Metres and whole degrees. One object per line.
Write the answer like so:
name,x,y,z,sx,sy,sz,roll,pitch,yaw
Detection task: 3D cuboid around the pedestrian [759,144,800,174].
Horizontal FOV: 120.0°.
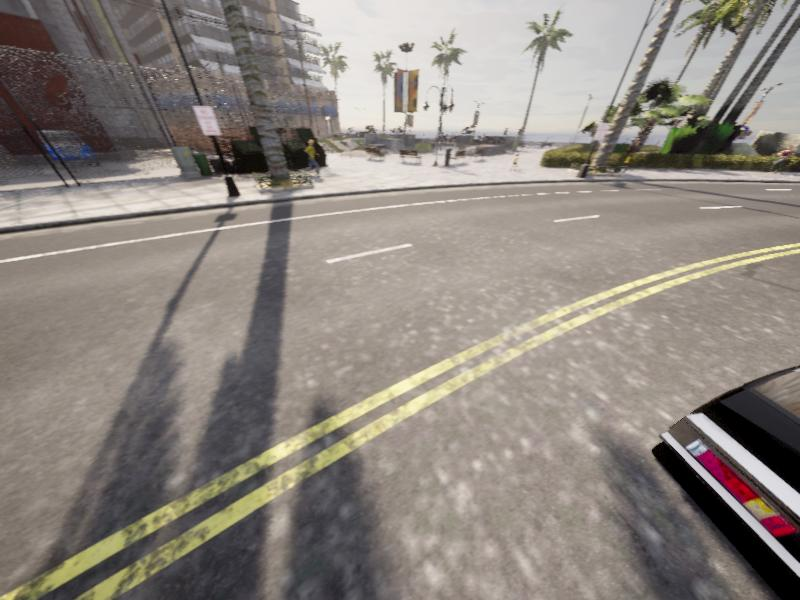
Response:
pedestrian,28.418,-10.503,17.204,0.751,1.860,0.751,2,36,1

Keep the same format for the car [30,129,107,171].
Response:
car,-21.580,-9.859,15.046,4.442,1.987,1.878,25,42,29

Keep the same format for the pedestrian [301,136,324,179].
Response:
pedestrian,-4.586,-7.505,12.218,0.751,1.860,0.751,-12,38,-17

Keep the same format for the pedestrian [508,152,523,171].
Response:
pedestrian,8.134,-9.733,16.269,0.500,1.100,0.500,-9,37,-14

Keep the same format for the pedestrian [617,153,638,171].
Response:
pedestrian,17.286,-10.501,17.565,0.500,1.100,0.500,1,36,0

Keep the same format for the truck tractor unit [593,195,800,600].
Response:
truck tractor unit,5.369,0.151,0.179,6.516,4.208,3.053,-3,36,-6
